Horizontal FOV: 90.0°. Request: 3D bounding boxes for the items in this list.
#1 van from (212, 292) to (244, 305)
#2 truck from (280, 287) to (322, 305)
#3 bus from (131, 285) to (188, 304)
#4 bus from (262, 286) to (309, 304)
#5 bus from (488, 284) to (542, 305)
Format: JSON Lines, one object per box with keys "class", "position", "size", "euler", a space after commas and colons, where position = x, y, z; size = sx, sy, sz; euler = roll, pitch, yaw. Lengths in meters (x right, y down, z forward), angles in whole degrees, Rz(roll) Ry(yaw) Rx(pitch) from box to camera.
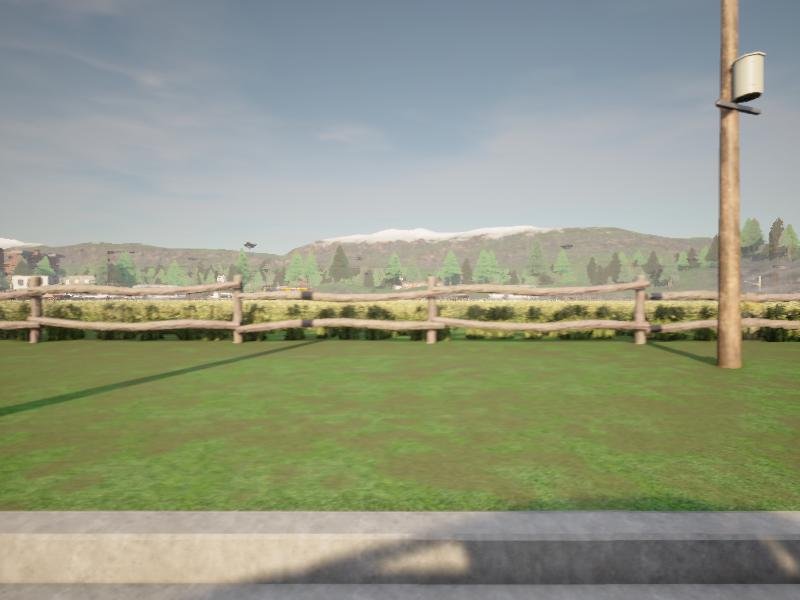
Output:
{"class": "van", "position": [-36.352, -0.316, 84.591], "size": [5.915, 2.561, 1.988], "euler": [0, 0, 0]}
{"class": "truck", "position": [-21.805, -0.934, 88.157], "size": [8.468, 3.827, 2.891], "euler": [0, 0, 0]}
{"class": "bus", "position": [-52.791, -1.162, 88.140], "size": [10.273, 4.253, 3.944], "euler": [0, 0, 0]}
{"class": "bus", "position": [-28.173, -1.151, 98.753], "size": [10.273, 4.253, 3.944], "euler": [0, 0, 0]}
{"class": "bus", "position": [24.326, -1.128, 84.996], "size": [10.273, 4.253, 3.944], "euler": [0, 0, 0]}
